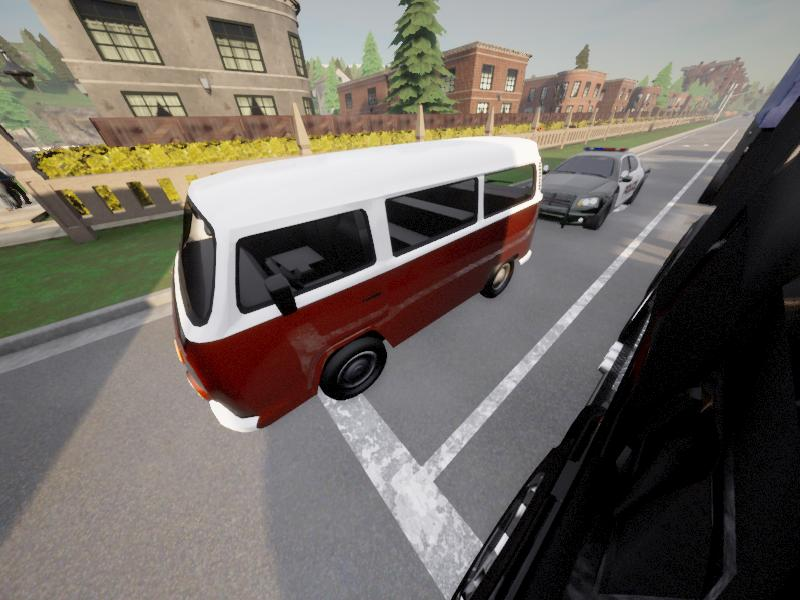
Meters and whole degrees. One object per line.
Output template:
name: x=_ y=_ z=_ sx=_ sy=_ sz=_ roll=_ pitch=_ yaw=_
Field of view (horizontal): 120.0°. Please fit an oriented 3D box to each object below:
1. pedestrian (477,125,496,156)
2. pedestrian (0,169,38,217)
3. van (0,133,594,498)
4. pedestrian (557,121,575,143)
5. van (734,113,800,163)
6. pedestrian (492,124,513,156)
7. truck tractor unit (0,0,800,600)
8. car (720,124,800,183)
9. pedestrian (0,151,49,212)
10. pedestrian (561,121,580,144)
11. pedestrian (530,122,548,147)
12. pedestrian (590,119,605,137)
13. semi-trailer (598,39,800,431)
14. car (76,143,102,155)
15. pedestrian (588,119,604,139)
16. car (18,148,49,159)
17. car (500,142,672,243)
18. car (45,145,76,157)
pedestrian: x=6.582 y=-12.105 z=17.564 sx=0.751 sy=1.860 sz=0.751 roll=-31 pitch=45 yaw=-32
pedestrian: x=-14.087 y=-3.950 z=7.951 sx=0.751 sy=1.860 sz=0.751 roll=-28 pitch=43 yaw=-29
van: x=-0.051 y=-0.702 z=2.877 sx=4.480 sy=2.038 sz=2.069 roll=-28 pitch=44 yaw=-30
pedestrian: x=17.363 y=-17.567 z=24.192 sx=0.751 sy=1.860 sz=0.751 roll=-26 pitch=43 yaw=-28
van: x=20.803 y=-9.052 z=12.786 sx=4.442 sy=1.987 sz=1.775 roll=-28 pitch=44 yaw=-30
pedestrian: x=7.559 y=-11.801 z=17.096 sx=0.751 sy=1.860 sz=0.751 roll=-29 pitch=44 yaw=-31
truck tractor unit: x=2.645 y=-0.295 z=0.351 sx=6.516 sy=4.208 sz=3.053 roll=-28 pitch=44 yaw=-30
car: x=16.056 y=-6.369 z=9.808 sx=5.027 sy=1.651 sz=2.152 roll=-28 pitch=44 yaw=-30
pedestrian: x=-14.572 y=-4.368 z=8.540 sx=0.751 sy=1.860 sz=0.751 roll=-26 pitch=43 yaw=-28
pedestrian: x=17.268 y=-16.967 z=23.397 sx=0.751 sy=1.860 sz=0.751 roll=-28 pitch=43 yaw=-29
pedestrian: x=13.097 y=-15.583 z=21.807 sx=0.751 sy=1.860 sz=0.751 roll=-26 pitch=42 yaw=-28
pedestrian: x=25.425 y=-22.114 z=29.768 sx=0.751 sy=1.860 sz=0.751 roll=-28 pitch=44 yaw=-30
semi-trailer: x=8.699 y=-3.604 z=4.226 sx=14.254 sy=4.402 sz=2.717 roll=-28 pitch=44 yaw=-30
car: x=-66.560 y=-32.356 z=49.488 sx=1.905 sy=1.878 sz=3.866 roll=-25 pitch=42 yaw=-27
pedestrian: x=23.412 y=-20.400 z=27.603 sx=0.751 sy=1.860 sz=0.751 roll=-30 pitch=44 yaw=-31
car: x=-70.337 y=-28.150 z=44.423 sx=1.816 sy=1.474 sz=4.193 roll=-26 pitch=43 yaw=-28
car: x=5.277 y=-3.334 z=6.490 sx=4.974 sy=1.542 sz=2.038 roll=-28 pitch=44 yaw=-30
car: x=-67.877 y=-29.894 z=46.274 sx=1.932 sy=1.855 sz=4.605 roll=-26 pitch=43 yaw=-28
